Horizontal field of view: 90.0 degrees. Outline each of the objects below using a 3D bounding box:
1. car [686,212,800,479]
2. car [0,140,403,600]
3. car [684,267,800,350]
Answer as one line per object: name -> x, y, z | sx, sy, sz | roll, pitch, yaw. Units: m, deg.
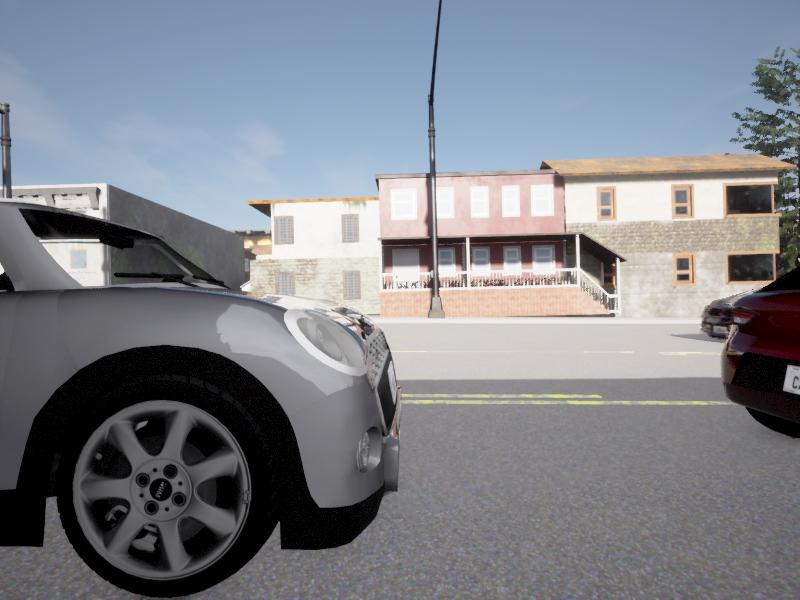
car -> 4.307, 0.260, 2.168 | 4.193, 1.474, 1.816 | 0, 0, 1
car -> -1.899, 0.258, 2.237 | 3.806, 1.475, 1.970 | 0, 0, 1
car -> 9.580, 0.177, 9.108 | 4.611, 1.667, 2.242 | 0, 0, 1
